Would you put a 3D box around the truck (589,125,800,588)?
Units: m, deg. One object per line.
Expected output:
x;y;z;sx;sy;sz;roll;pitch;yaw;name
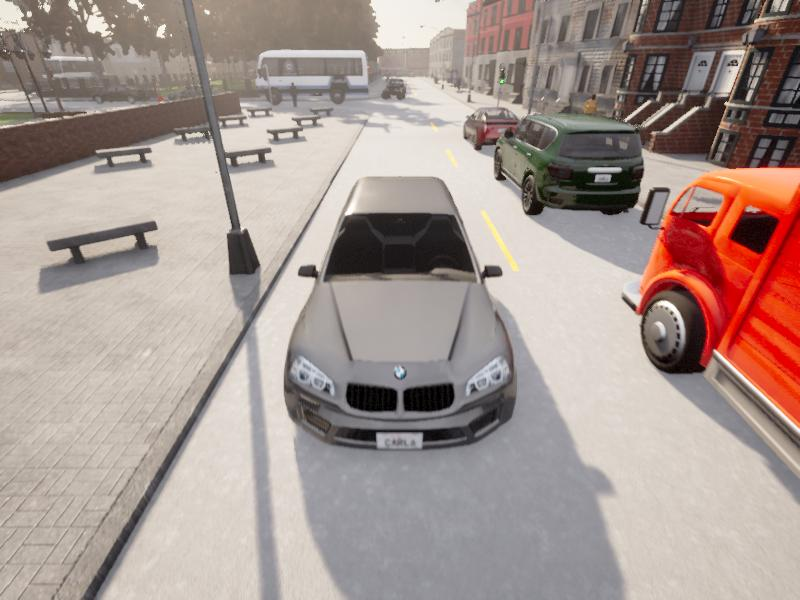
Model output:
4.002;0.430;2.823;2.627;2.467;5.204;0;30;0;truck

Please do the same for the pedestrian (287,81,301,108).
-8.490;-16.478;32.082;0.751;1.860;0.751;0;30;-1;pedestrian

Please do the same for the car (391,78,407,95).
-0.104;-27.362;51.194;1.930;1.638;5.238;0;30;0;car

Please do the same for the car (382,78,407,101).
-0.546;-22.162;42.047;1.905;1.878;3.866;5;31;9;car

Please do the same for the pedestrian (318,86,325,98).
-8.309;-22.068;42.417;0.500;1.100;0.500;-1;30;-2;pedestrian

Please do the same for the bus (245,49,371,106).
-8.045;-20.243;36.425;10.273;4.253;3.944;-5;31;-9;bus

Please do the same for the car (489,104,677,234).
4.009;-3.685;10.284;2.150;2.045;5.566;0;30;0;car

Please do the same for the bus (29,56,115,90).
-49.258;-34.515;60.834;3.944;4.253;10.273;0;30;1;bus

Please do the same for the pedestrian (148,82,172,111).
-17.780;-15.069;29.667;0.751;1.860;0.751;4;31;7;pedestrian

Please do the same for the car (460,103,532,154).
3.984;-7.597;17.493;2.007;1.525;4.514;0;30;0;car

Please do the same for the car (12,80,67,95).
-45.538;-26.975;50.761;2.033;1.411;5.357;1;30;1;car

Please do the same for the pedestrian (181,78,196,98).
-22.287;-22.382;42.195;0.751;1.860;0.751;0;30;0;pedestrian

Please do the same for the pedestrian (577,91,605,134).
9.382;-9.246;19.730;0.751;1.860;0.751;6;31;11;pedestrian

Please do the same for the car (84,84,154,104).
-26.434;-19.465;37.777;5.008;1.535;1.882;0;30;0;car

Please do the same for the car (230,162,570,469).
0.002;-0.409;5.052;2.242;1.667;4.611;0;30;0;car

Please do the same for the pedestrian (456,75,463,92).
7.715;-28.250;52.245;0.751;1.860;0.751;2;30;3;pedestrian

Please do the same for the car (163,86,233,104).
-19.008;-19.375;37.768;5.357;1.411;2.033;0;30;1;car

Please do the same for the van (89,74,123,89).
-45.236;-33.741;61.750;1.775;1.987;4.442;-1;30;-2;van
